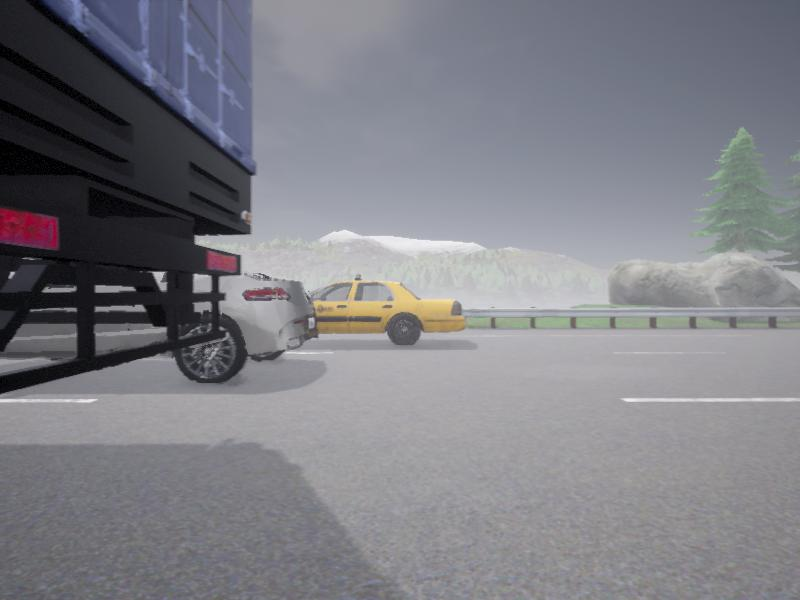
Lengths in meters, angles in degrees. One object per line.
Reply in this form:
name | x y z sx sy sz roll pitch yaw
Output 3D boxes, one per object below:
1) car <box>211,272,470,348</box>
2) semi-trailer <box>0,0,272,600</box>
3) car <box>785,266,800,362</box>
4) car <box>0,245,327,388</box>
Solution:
car | -1.232 0.204 9.200 5.366 1.575 1.801 0 0 0
semi-trailer | -8.272 -1.223 2.176 14.254 4.402 2.717 0 1 0
car | 8.892 0.211 5.693 5.008 1.535 1.882 0 0 0
car | -3.758 0.186 5.702 5.027 1.651 2.152 0 0 0
